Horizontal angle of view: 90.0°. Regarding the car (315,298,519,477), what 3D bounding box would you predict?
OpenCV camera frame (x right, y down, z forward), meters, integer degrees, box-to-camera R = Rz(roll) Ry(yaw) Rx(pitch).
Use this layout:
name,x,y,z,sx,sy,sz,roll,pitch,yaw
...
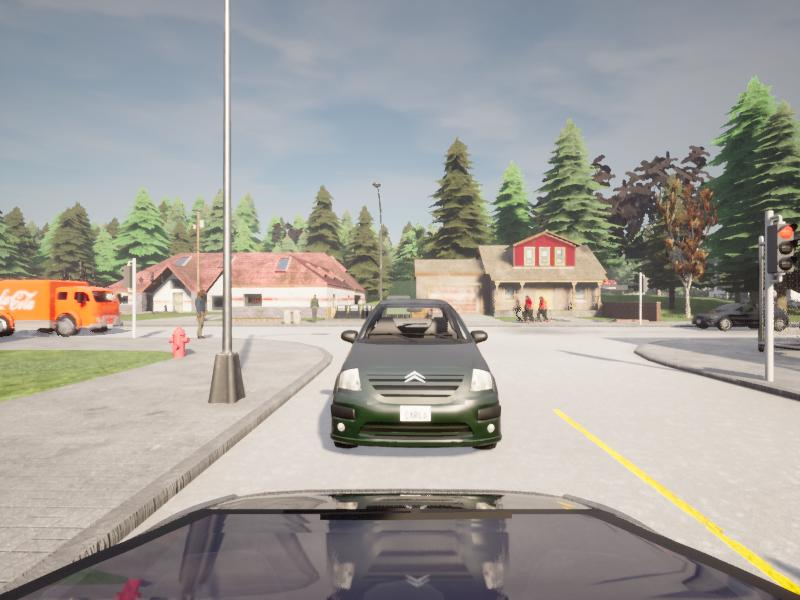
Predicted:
name,x,y,z,sx,sy,sz,roll,pitch,yaw
car,0.190,0.788,5.622,1.851,1.617,3.988,0,0,1

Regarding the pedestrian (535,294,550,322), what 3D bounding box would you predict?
name,x,y,z,sx,sy,sz,roll,pitch,yaw
pedestrian,9.524,0.533,26.688,0.751,1.860,0.751,0,0,1

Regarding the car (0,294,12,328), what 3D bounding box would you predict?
name,x,y,z,sx,sy,sz,roll,pitch,yaw
car,-24.387,0.643,22.237,3.866,1.878,1.905,-1,0,1

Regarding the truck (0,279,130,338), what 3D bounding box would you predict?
name,x,y,z,sx,sy,sz,roll,pitch,yaw
truck,-15.664,0.355,18.042,5.204,2.467,2.627,0,0,1

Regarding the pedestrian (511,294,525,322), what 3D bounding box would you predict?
name,x,y,z,sx,sy,sz,roll,pitch,yaw
pedestrian,7.869,0.533,26.657,0.751,1.860,0.751,0,0,1

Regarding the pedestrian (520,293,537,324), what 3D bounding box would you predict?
name,x,y,z,sx,sy,sz,roll,pitch,yaw
pedestrian,7.918,0.533,24.665,0.751,1.860,0.751,0,0,-8

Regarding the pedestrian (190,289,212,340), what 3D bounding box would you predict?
name,x,y,z,sx,sy,sz,roll,pitch,yaw
pedestrian,-7.594,0.534,15.250,0.751,1.860,0.751,0,0,-28

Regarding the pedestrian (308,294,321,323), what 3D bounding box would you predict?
name,x,y,z,sx,sy,sz,roll,pitch,yaw
pedestrian,-5.507,0.533,25.747,0.751,1.860,0.751,0,0,-13

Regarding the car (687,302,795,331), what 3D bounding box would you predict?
name,x,y,z,sx,sy,sz,roll,pitch,yaw
car,18.033,0.854,21.315,4.193,1.474,1.816,0,0,1
